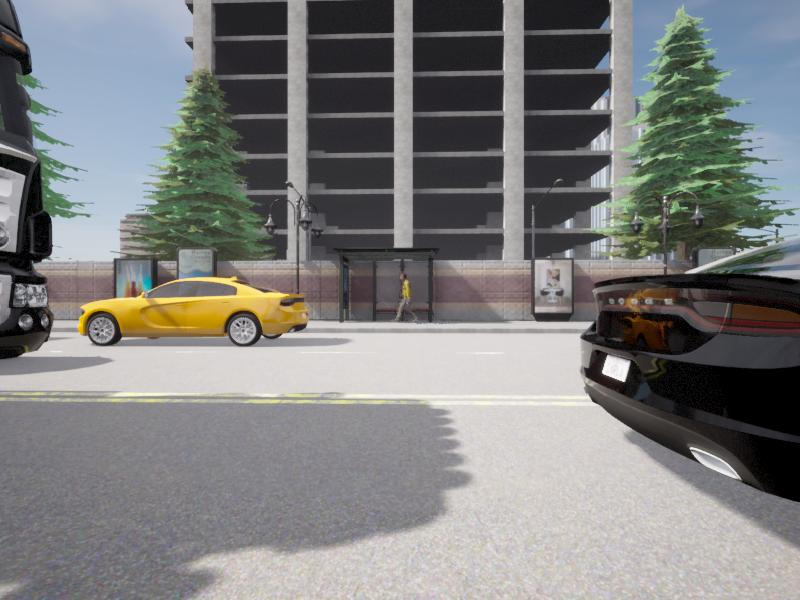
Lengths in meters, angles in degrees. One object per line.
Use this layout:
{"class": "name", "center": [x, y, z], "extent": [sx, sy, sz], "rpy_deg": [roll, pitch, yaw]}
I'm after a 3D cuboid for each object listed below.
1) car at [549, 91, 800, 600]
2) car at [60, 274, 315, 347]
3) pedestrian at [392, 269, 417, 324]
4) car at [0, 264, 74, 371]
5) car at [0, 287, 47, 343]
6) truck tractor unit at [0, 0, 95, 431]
{"class": "car", "center": [3.773, 0.171, 2.126], "extent": [5.238, 1.638, 1.930], "rpy_deg": [0, 0, 2]}
{"class": "car", "center": [-4.699, 0.223, 9.380], "extent": [5.008, 1.535, 1.882], "rpy_deg": [0, 0, 2]}
{"class": "pedestrian", "center": [0.174, -0.115, 14.093], "extent": [0.751, 1.860, 0.751], "rpy_deg": [0, 0, 11]}
{"class": "car", "center": [-8.035, 0.245, 5.980], "extent": [4.892, 1.490, 1.837], "rpy_deg": [0, 0, 2]}
{"class": "car", "center": [-11.627, 0.344, 9.590], "extent": [4.718, 1.301, 1.895], "rpy_deg": [0, 0, 2]}
{"class": "truck tractor unit", "center": [-6.257, -1.116, 2.426], "extent": [6.516, 4.208, 3.053], "rpy_deg": [0, 0, 2]}
